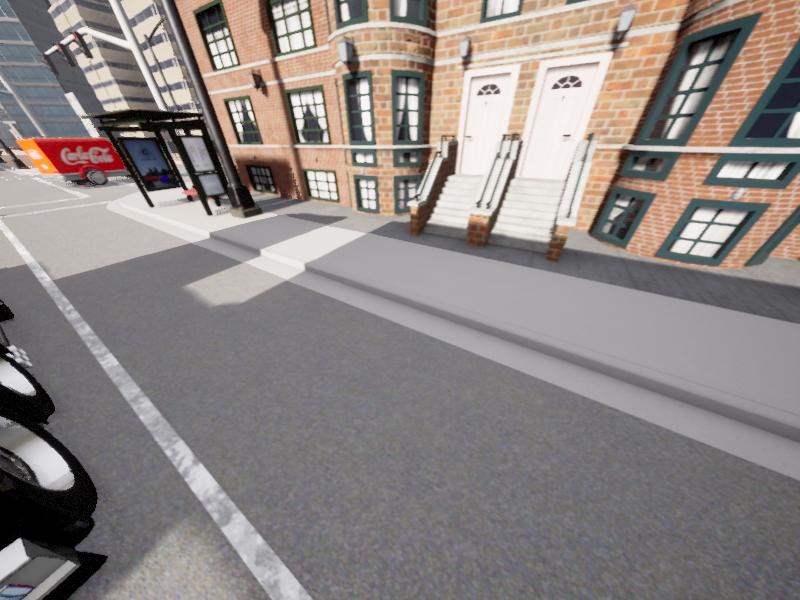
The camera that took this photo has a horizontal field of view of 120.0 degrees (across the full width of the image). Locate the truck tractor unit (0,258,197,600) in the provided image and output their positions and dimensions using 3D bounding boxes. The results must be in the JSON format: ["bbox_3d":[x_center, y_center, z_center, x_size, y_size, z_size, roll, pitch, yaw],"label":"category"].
[{"bbox_3d":[-5.121,-0.287,0.805,6.516,4.208,3.053,18,40,25],"label":"truck tractor unit"}]

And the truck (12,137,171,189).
[{"bbox_3d":[-19.463,-9.095,15.148,2.627,2.467,5.204,11,36,19],"label":"truck"}]
